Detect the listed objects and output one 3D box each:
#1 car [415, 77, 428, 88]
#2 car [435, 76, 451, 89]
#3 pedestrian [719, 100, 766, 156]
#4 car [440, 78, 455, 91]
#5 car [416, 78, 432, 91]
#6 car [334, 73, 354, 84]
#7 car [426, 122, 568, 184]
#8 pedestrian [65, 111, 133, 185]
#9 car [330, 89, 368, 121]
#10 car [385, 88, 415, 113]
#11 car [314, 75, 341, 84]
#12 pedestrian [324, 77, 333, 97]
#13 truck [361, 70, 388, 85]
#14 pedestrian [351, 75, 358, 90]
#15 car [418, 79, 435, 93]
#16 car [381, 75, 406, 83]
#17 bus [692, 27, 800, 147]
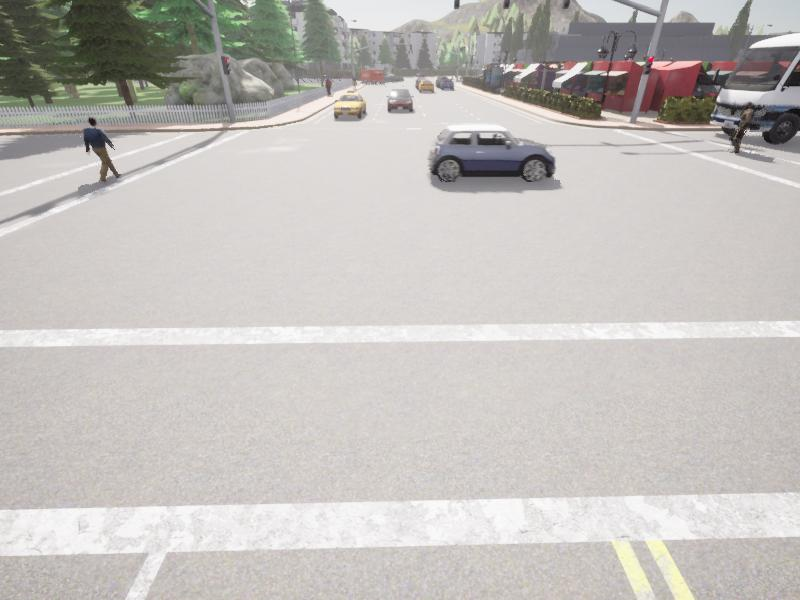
[{"bbox_3d":[3.510,-35.774,65.767,1.882,1.535,5.008,0,30,0],"label":"car"},{"bbox_3d":[7.010,-35.412,65.059,2.033,1.649,4.856,0,30,0],"label":"car"},{"bbox_3d":[12.996,-6.540,15.223,0.751,1.860,0.751,23,37,34],"label":"pedestrian"},{"bbox_3d":[7.010,-32.052,59.456,1.816,1.474,4.193,0,30,0],"label":"car"},{"bbox_3d":[3.521,-32.302,59.878,2.163,1.488,4.792,0,30,0],"label":"car"},{"bbox_3d":[-11.577,-45.946,82.860,3.866,1.878,1.905,1,30,1],"label":"car"},{"bbox_3d":[2.789,-4.592,12.401,3.806,1.475,1.970,0,30,-1],"label":"car"},{"bbox_3d":[-8.555,-4.338,11.458,0.751,1.860,0.751,2,30,3],"label":"pedestrian"},{"bbox_3d":[-3.448,-13.694,27.907,1.801,1.575,5.366,1,30,1],"label":"car"},{"bbox_3d":[0.006,-15.980,31.921,2.163,1.488,4.792,0,30,0],"label":"car"},{"bbox_3d":[-14.396,-44.059,79.992,4.892,1.490,1.837,1,30,1],"label":"car"},{"bbox_3d":[-7.744,-23.067,43.334,0.751,1.860,0.751,0,30,0],"label":"pedestrian"},{"bbox_3d":[-5.010,-43.050,77.301,2.627,2.467,5.204,-21,36,-31],"label":"truck"},{"bbox_3d":[-6.509,-31.235,57.322,0.751,1.860,0.751,0,30,1],"label":"pedestrian"},{"bbox_3d":[3.550,-28.939,54.060,1.882,1.535,5.008,0,30,0],"label":"car"},{"bbox_3d":[-1.362,-47.167,85.375,4.902,1.511,2.128,-20,36,-30],"label":"car"},{"bbox_3d":[20.116,-9.386,17.770,10.273,4.253,3.944,0,30,0],"label":"bus"}]
